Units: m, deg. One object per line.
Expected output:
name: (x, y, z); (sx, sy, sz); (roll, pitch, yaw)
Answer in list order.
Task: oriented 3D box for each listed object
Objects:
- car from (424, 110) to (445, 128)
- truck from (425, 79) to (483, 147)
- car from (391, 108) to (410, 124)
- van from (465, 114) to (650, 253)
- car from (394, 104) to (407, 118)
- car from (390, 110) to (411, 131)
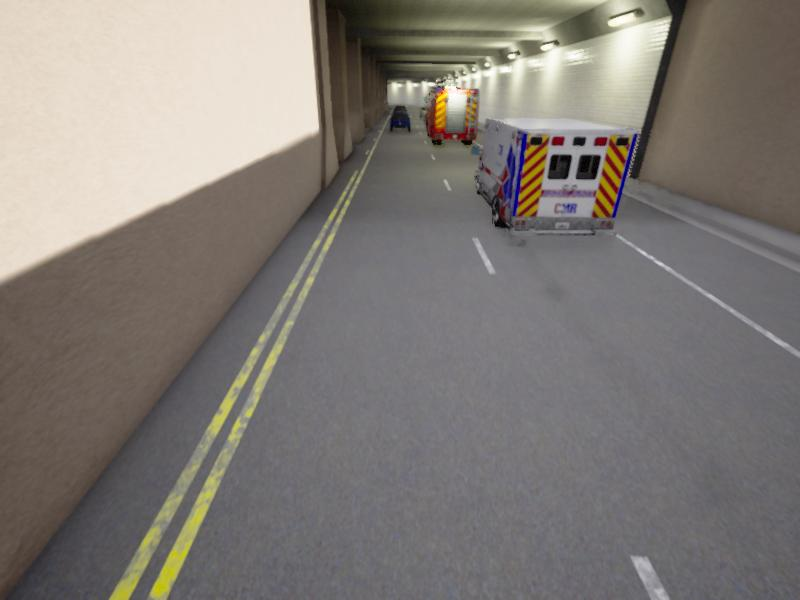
car: (3.528, -19.016, 41.893); (1.812, 1.442, 4.674); (0, 27, 0)
truck: (3.537, -13.530, 28.685); (2.891, 3.827, 8.468); (0, 27, 0)
car: (0.031, -21.341, 46.384); (2.033, 1.411, 5.357); (0, 27, 0)
van: (3.519, -3.560, 10.900); (2.351, 2.431, 6.366); (0, 27, 0)
car: (0.036, -27.534, 58.216); (1.882, 1.535, 5.008); (0, 27, 0)
car: (0.025, -17.005, 37.832); (1.882, 1.535, 5.008); (0, 28, 0)
